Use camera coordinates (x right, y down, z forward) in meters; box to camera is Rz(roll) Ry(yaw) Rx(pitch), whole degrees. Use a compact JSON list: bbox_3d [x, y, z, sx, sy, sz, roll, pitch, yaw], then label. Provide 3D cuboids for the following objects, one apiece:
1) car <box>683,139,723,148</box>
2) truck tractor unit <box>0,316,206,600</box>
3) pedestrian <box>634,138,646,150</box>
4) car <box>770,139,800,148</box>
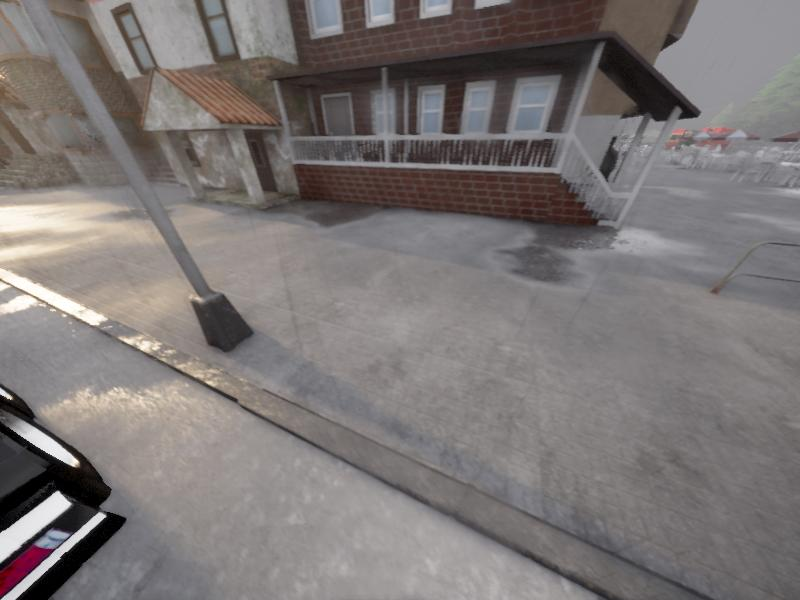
[{"bbox_3d":[68.489,-35.571,52.408,4.974,1.542,2.038,13,37,19],"label":"car"},{"bbox_3d":[-5.216,-0.179,0.614,6.516,4.208,3.053,14,37,19],"label":"truck tractor unit"},{"bbox_3d":[45.354,-29.558,43.721,0.751,1.860,0.751,-23,41,-29],"label":"pedestrian"},{"bbox_3d":[81.762,-32.448,47.783,4.974,1.542,2.038,13,37,19],"label":"car"}]
